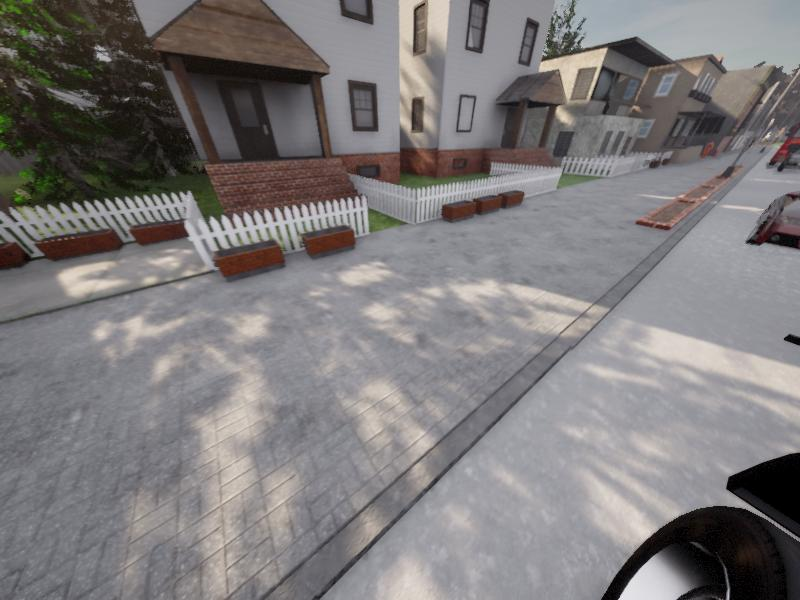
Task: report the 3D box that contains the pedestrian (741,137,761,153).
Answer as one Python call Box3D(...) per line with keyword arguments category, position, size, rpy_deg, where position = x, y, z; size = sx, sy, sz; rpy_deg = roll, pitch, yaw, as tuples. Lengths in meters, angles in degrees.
Box3D(category="pedestrian", position=(52.589, -23.225, 34.609), size=(0.751, 1.860, 0.751), rpy_deg=(-14, 38, -19))

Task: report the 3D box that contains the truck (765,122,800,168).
Box3D(category="truck", position=(36.563, -14.167, 20.406), size=(8.468, 3.827, 2.891), rpy_deg=(-23, 41, -29))

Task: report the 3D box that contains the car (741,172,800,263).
Box3D(category="car", position=(10.415, -1.992, 5.468), size=(4.181, 1.385, 1.994), rpy_deg=(-23, 41, -29))

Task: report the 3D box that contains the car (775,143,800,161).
Box3D(category="car", position=(43.991, -16.376, 25.516), size=(4.792, 1.488, 2.163), rpy_deg=(-23, 41, -29))

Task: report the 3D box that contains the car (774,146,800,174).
Box3D(category="car", position=(29.908, -10.385, 17.062), size=(3.705, 1.549, 1.789), rpy_deg=(-23, 41, -29))

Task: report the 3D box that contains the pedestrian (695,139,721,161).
Box3D(category="pedestrian", position=(31.506, -15.398, 23.666), size=(0.751, 1.860, 0.751), rpy_deg=(-24, 42, -30))
